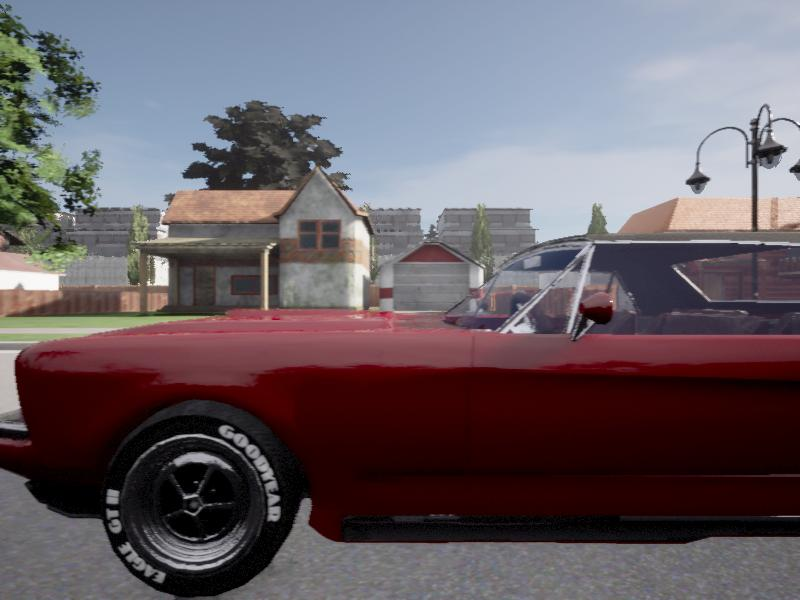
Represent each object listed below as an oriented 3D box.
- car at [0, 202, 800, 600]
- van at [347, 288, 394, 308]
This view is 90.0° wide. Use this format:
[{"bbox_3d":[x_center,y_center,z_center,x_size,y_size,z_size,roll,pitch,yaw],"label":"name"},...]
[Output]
[{"bbox_3d":[0.856,0.344,2.198,4.718,1.301,1.895,0,0,0],"label":"car"},{"bbox_3d":[-3.811,-0.277,51.788,5.915,2.561,1.988,0,0,1],"label":"van"}]
